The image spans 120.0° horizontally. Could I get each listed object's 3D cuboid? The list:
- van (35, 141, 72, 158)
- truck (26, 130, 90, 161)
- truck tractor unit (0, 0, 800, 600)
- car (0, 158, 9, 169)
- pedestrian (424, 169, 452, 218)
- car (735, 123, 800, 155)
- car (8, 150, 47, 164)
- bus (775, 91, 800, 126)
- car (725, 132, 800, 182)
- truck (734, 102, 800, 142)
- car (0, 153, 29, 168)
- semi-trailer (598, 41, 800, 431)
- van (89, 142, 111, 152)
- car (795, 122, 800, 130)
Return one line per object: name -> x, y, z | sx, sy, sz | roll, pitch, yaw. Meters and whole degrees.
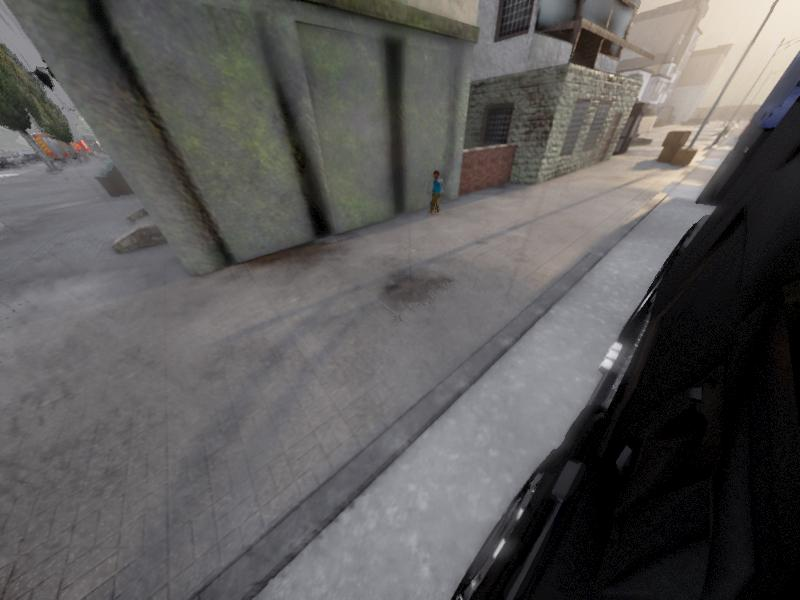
van -> -67.457, -29.481, 45.131 | 1.988, 2.561, 5.915 | -28, 44, -30
truck -> -54.953, -25.145, 37.505 | 2.891, 3.827, 8.468 | -28, 44, -30
truck tractor unit -> 2.645, -0.295, 0.352 | 6.516, 4.208, 3.053 | -28, 44, -30
car -> -48.102, -15.803, 26.584 | 1.816, 1.474, 4.193 | -28, 44, -30
pedestrian -> 1.031, -2.946, 6.378 | 0.500, 1.100, 0.500 | -25, 42, -26
car -> 23.560, -10.328, 14.739 | 4.181, 1.385, 1.994 | -28, 44, -30
car -> -57.588, -22.287, 35.857 | 1.812, 1.442, 4.674 | -28, 44, -30
bus -> 63.115, -29.655, 35.515 | 10.273, 4.253, 3.944 | -28, 44, -30
car -> 15.930, -6.205, 9.812 | 4.718, 1.301, 1.895 | -28, 44, -30
truck -> 31.493, -15.020, 19.574 | 5.204, 2.467, 2.627 | -28, 43, -30
car -> -52.069, -18.450, 30.515 | 1.895, 1.301, 4.718 | -28, 44, -30
semi-trailer -> 8.684, -3.623, 4.230 | 14.254, 4.402, 2.717 | -28, 44, -30
van -> -75.871, -38.771, 58.505 | 2.069, 2.038, 4.480 | -28, 44, -30
car -> 50.348, -21.653, 27.859 | 5.238, 1.638, 1.930 | -28, 44, -30
